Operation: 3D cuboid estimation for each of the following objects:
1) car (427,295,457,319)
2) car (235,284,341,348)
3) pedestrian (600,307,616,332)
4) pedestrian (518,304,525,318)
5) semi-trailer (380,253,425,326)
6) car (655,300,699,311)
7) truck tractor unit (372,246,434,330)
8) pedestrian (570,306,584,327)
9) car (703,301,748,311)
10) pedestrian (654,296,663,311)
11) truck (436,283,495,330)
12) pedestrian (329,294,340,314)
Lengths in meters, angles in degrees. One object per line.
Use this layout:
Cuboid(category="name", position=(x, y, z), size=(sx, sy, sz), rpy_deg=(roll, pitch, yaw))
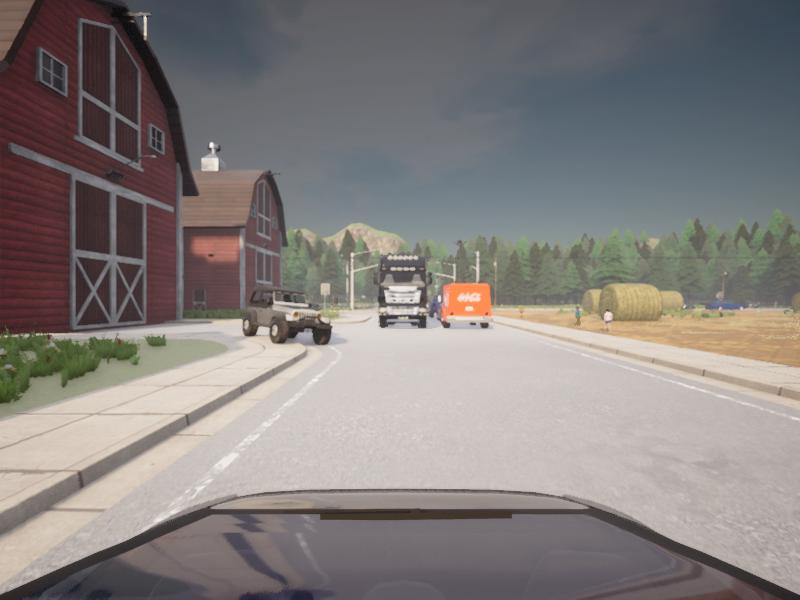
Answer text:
Cuboid(category="car", position=(3.748, 0.565, 36.629), size=(2.150, 2.045, 5.566), rpy_deg=(0, 0, 1))
Cuboid(category="car", position=(-4.060, 0.487, 14.110), size=(1.905, 1.878, 3.866), rpy_deg=(8, -3, -42))
Cuboid(category="pedestrian", position=(9.400, 0.863, 18.086), size=(0.500, 1.100, 0.500), rpy_deg=(0, 0, 11))
Cuboid(category="pedestrian", position=(9.844, 0.862, 32.441), size=(0.500, 1.100, 0.500), rpy_deg=(0, 0, 18))
Cuboid(category="semi-trailer", position=(0.301, -0.624, 31.176), size=(2.717, 4.402, 14.254), rpy_deg=(0, 0, 1))
Cuboid(category="car", position=(40.876, 0.847, 59.096), size=(4.974, 1.542, 2.038), rpy_deg=(0, 0, 1))
Cuboid(category="truck tractor unit", position=(0.170, -0.558, 23.273), size=(3.053, 4.208, 6.516), rpy_deg=(0, -1, 0))
Cuboid(category="pedestrian", position=(9.544, 0.863, 21.562), size=(0.500, 1.100, 0.500), rpy_deg=(0, 0, -12))
Cuboid(category="car", position=(47.912, 0.844, 58.919), size=(5.008, 1.535, 1.882), rpy_deg=(0, 0, 1))
Cuboid(category="pedestrian", position=(32.198, 0.489, 49.867), size=(0.751, 1.860, 0.751), rpy_deg=(0, 0, 10))
Cuboid(category="truck", position=(3.668, 0.353, 23.487), size=(2.627, 2.467, 5.204), rpy_deg=(0, 0, 1))
Cuboid(category="pedestrian", position=(-6.167, 0.380, 37.811), size=(0.751, 1.860, 0.751), rpy_deg=(0, 0, 15))
